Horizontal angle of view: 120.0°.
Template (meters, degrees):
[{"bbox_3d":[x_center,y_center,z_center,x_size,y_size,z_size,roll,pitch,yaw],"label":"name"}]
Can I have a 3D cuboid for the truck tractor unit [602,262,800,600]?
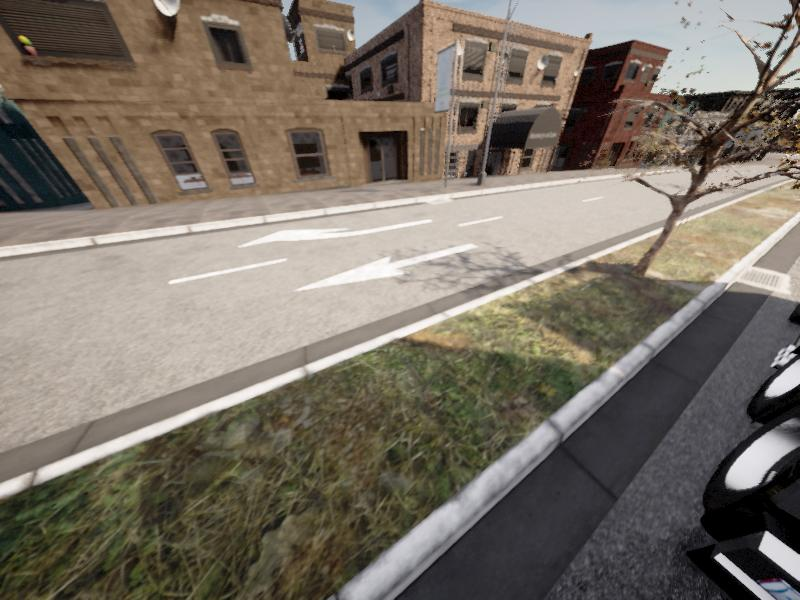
[{"bbox_3d":[5.109,-0.303,0.789,6.516,4.208,3.053,-18,39,-24],"label":"truck tractor unit"}]
